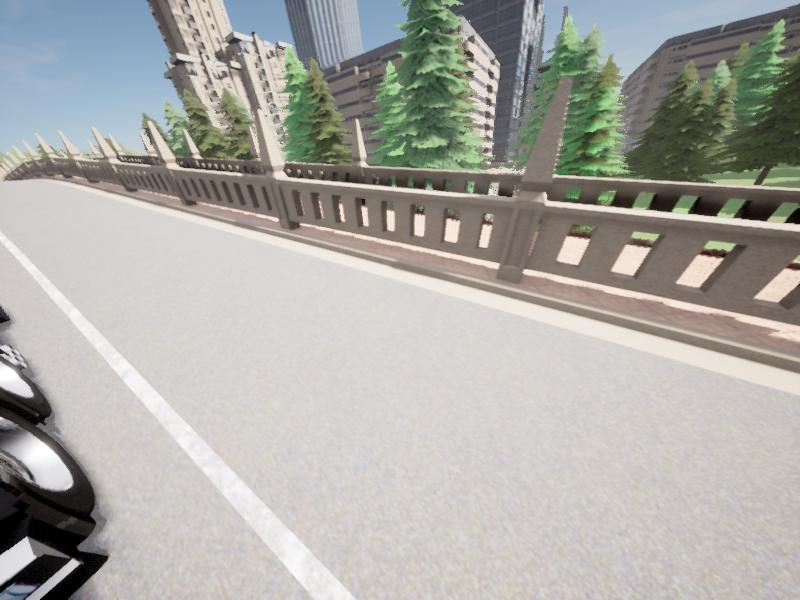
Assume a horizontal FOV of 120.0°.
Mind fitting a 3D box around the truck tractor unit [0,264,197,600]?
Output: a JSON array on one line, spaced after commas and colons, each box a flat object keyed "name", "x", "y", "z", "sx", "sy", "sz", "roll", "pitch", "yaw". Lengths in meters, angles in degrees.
[{"name": "truck tractor unit", "x": -5.110, "y": -0.302, "z": 0.778, "sx": 6.516, "sy": 4.208, "sz": 3.053, "roll": 18, "pitch": 39, "yaw": 24}]
